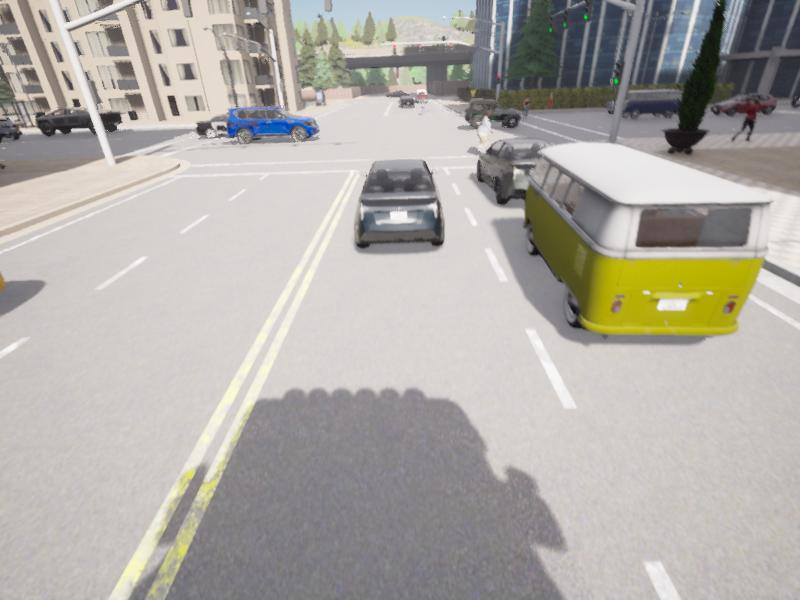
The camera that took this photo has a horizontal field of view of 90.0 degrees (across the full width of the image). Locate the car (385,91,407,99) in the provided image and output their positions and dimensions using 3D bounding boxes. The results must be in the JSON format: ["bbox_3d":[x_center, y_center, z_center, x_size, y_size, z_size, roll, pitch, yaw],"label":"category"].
[{"bbox_3d":[-0.850,-46.416,90.565,4.892,1.490,1.837,-2,28,1],"label":"car"}]

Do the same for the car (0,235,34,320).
[{"bbox_3d":[-7.020,0.606,3.939,1.801,1.575,5.366,-2,28,1],"label":"car"}]

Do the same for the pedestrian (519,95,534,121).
[{"bbox_3d":[10.158,-15.439,32.152,0.751,1.860,0.751,-5,29,-6],"label":"pedestrian"}]

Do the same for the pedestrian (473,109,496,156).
[{"bbox_3d":[3.746,-7.452,17.792,0.751,1.860,0.751,-2,28,0],"label":"pedestrian"}]

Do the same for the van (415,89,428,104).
[{"bbox_3d":[3.661,-34.974,68.632,2.069,2.038,4.480,-2,28,1],"label":"van"}]

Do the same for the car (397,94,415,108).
[{"bbox_3d":[0.797,-28.393,57.051,1.930,1.638,5.238,-5,29,-5],"label":"car"}]

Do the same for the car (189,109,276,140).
[{"bbox_3d":[-11.840,-12.585,28.625,5.238,1.638,1.930,-6,29,-8],"label":"car"}]

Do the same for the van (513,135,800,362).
[{"bbox_3d":[3.148,-1.212,6.195,1.775,1.987,4.442,0,28,4],"label":"van"}]

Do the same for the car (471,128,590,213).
[{"bbox_3d":[3.494,-3.964,11.752,2.007,1.525,4.514,-2,28,1],"label":"car"}]

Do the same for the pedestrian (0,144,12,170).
[{"bbox_3d":[-18.094,-6.647,17.450,0.751,1.860,0.751,0,28,4],"label":"pedestrian"}]

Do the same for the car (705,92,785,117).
[{"bbox_3d":[26.505,-15.091,30.864,4.193,1.474,1.816,-2,28,0],"label":"car"}]

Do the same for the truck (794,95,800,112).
[{"bbox_3d":[34.819,-15.632,30.651,6.274,2.098,2.390,-2,28,0],"label":"truck"}]

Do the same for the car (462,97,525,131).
[{"bbox_3d":[6.400,-12.976,27.860,3.866,1.878,1.905,-2,28,1],"label":"car"}]

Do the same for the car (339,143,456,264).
[{"bbox_3d":[-0.013,-2.456,9.195,2.007,1.525,4.514,-2,28,1],"label":"car"}]

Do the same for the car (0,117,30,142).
[{"bbox_3d":[-32.567,-13.291,31.342,4.856,1.649,2.033,-2,28,0],"label":"car"}]

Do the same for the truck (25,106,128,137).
[{"bbox_3d":[-27.447,-15.289,34.202,6.274,2.098,2.390,-2,28,0],"label":"truck"}]

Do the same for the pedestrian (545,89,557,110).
[{"bbox_3d":[15.219,-20.211,40.326,0.751,1.860,0.751,-2,28,1],"label":"pedestrian"}]

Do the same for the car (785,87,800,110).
[{"bbox_3d":[36.358,-17.130,33.822,5.027,1.651,2.152,-2,28,1],"label":"car"}]

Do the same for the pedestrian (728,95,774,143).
[{"bbox_3d":[15.399,-7.947,17.603,0.751,1.860,0.751,-3,28,-2],"label":"pedestrian"}]

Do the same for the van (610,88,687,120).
[{"bbox_3d":[19.016,-15.080,30.809,4.442,1.987,1.775,-2,28,1],"label":"van"}]

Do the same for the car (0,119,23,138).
[{"bbox_3d":[-35.768,-14.738,34.510,4.181,1.385,1.994,-2,28,1],"label":"car"}]

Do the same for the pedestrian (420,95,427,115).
[{"bbox_3d":[2.426,-20.208,41.503,0.751,1.860,0.751,-1,28,2],"label":"pedestrian"}]

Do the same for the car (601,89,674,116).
[{"bbox_3d":[20.012,-16.727,33.906,4.605,1.855,1.932,-2,28,0],"label":"car"}]

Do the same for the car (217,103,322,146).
[{"bbox_3d":[-7.912,-10.931,24.875,5.566,2.045,2.150,-2,28,0],"label":"car"}]
